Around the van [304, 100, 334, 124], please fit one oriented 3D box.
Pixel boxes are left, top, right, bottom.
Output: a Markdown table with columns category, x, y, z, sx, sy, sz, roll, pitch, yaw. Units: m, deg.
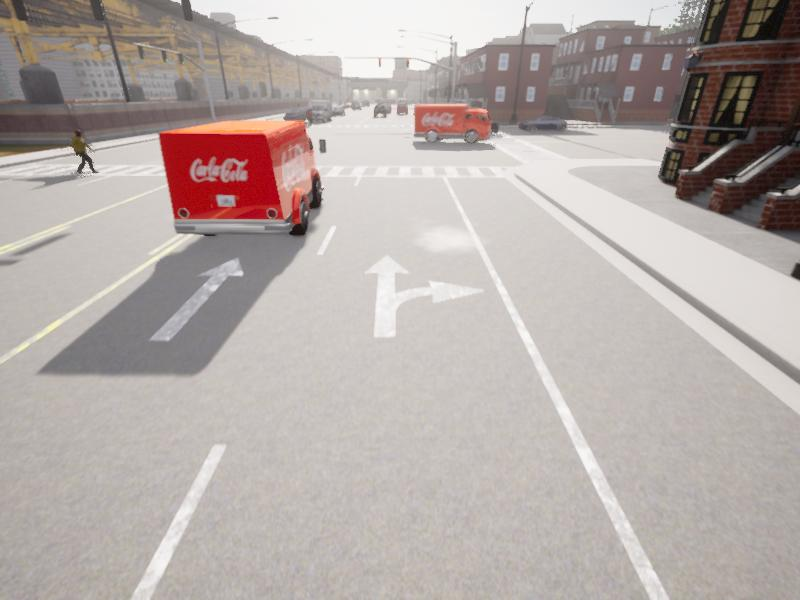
| category | x | y | z | sx | sy | sz | roll | pitch | yaw |
| --- | --- | --- | --- | --- | --- | --- | --- | --- | --- |
| van | -10.184 | -24.007 | 50.931 | 2.351 | 2.431 | 6.366 | 0 | 27 | 0 |

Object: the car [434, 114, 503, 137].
| category | x | y | z | sx | sy | sz | roll | pitch | yaw |
| --- | --- | --- | --- | --- | --- | --- | --- | --- | --- |
| car | 5.594 | -14.503 | 33.208 | 5.238 | 1.638 | 1.930 | -3 | 27 | -6 |

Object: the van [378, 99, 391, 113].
| category | x | y | z | sx | sy | sz | roll | pitch | yaw |
| --- | --- | --- | --- | --- | --- | --- | --- | --- | --- |
| van | -2.999 | -38.205 | 78.678 | 2.351 | 2.431 | 6.366 | 0 | 27 | 0 |

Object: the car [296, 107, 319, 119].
| category | x | y | z | sx | sy | sz | roll | pitch | yaw |
| --- | --- | --- | --- | --- | --- | --- | --- | --- | --- |
| car | -13.632 | -27.674 | 59.232 | 2.033 | 1.411 | 5.357 | 0 | 27 | 0 |

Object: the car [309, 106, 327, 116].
| category | x | y | z | sx | sy | sz | roll | pitch | yaw |
| --- | --- | --- | --- | --- | --- | --- | --- | --- | --- |
| car | -13.579 | -31.381 | 66.506 | 1.994 | 1.385 | 4.181 | 0 | 27 | 1 |

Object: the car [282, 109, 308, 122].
| category | x | y | z | sx | sy | sz | roll | pitch | yaw |
| --- | --- | --- | --- | --- | --- | --- | --- | --- | --- |
| car | -13.675 | -24.234 | 52.509 | 2.033 | 1.411 | 5.357 | 0 | 27 | 0 |

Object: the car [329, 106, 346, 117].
| category | x | y | z | sx | sy | sz | roll | pitch | yaw |
| --- | --- | --- | --- | --- | --- | --- | --- | --- | --- |
| car | -10.093 | -30.615 | 64.979 | 2.033 | 1.411 | 5.357 | 0 | 27 | 0 |

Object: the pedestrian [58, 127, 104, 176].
| category | x | y | z | sx | sy | sz | roll | pitch | yaw |
| --- | --- | --- | --- | --- | --- | --- | --- | --- | --- |
| pedestrian | -13.257 | -6.195 | 16.685 | 0.751 | 1.860 | 0.751 | -4 | 27 | -7 |

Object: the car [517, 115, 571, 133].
| category | x | y | z | sx | sy | sz | roll | pitch | yaw |
| --- | --- | --- | --- | --- | --- | --- | --- | --- | --- |
| car | 13.185 | -16.225 | 36.869 | 4.181 | 1.385 | 1.994 | 1 | 27 | 2 |

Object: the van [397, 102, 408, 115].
| category | x | y | z | sx | sy | sz | roll | pitch | yaw |
| --- | --- | --- | --- | --- | --- | --- | --- | --- | --- |
| van | 0.446 | -34.084 | 71.106 | 1.775 | 1.987 | 4.442 | 0 | 27 | 0 |

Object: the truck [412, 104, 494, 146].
| category | x | y | z | sx | sy | sz | roll | pitch | yaw |
| --- | --- | --- | --- | --- | --- | --- | --- | --- | --- |
| truck | 3.730 | -12.370 | 28.127 | 5.204 | 2.467 | 2.627 | 7 | 29 | 14 |

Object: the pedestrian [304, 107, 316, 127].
| category | x | y | z | sx | sy | sz | roll | pitch | yaw |
| --- | --- | --- | --- | --- | --- | --- | --- | --- | --- |
| pedestrian | -9.674 | -19.682 | 43.044 | 0.751 | 1.860 | 0.751 | 13 | 30 | 23 |

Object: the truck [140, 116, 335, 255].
| category | x | y | z | sx | sy | sz | roll | pitch | yaw |
| --- | --- | --- | --- | --- | --- | --- | --- | --- | --- |
| truck | -3.493 | -3.250 | 10.307 | 2.627 | 2.467 | 5.204 | 0 | 27 | 1 |

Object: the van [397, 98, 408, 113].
| category | x | y | z | sx | sy | sz | roll | pitch | yaw |
| --- | --- | --- | --- | --- | --- | --- | --- | --- | --- |
| van | 0.495 | -38.803 | 79.725 | 1.988 | 2.561 | 5.915 | 0 | 27 | 0 |

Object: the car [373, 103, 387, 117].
| category | x | y | z | sx | sy | sz | roll | pitch | yaw |
| --- | --- | --- | --- | --- | --- | --- | --- | --- | --- |
| car | -3.102 | -29.919 | 63.066 | 1.932 | 1.855 | 4.605 | 0 | 25 | 0 |
